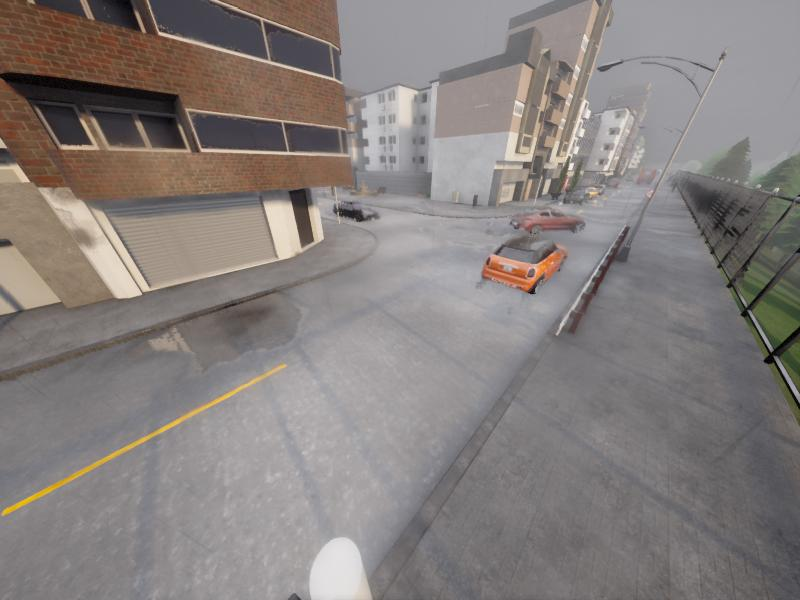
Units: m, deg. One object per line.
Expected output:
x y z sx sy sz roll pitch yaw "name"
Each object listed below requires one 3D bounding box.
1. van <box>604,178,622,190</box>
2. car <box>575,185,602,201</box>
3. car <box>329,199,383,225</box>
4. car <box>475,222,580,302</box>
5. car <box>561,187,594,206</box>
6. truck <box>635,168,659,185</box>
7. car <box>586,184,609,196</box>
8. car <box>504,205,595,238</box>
44.981 -24.564 48.772 4.442 1.987 1.775 -27 39 -38 "van"
27.818 -15.809 34.016 5.366 1.575 1.801 -27 39 -38 "car"
-4.021 -8.003 20.682 2.033 1.411 5.357 -25 38 -36 "car"
5.403 -1.873 9.665 4.553 1.767 2.097 -27 39 -38 "car"
22.786 -13.386 29.605 4.553 1.767 2.097 -27 39 -38 "car"
66.329 -33.203 61.891 8.468 3.827 2.891 -27 39 -38 "truck"
32.706 -18.205 38.270 1.970 1.475 3.806 27 39 38 "car"
10.434 -5.664 16.402 5.027 1.651 2.152 -6 31 -9 "car"
